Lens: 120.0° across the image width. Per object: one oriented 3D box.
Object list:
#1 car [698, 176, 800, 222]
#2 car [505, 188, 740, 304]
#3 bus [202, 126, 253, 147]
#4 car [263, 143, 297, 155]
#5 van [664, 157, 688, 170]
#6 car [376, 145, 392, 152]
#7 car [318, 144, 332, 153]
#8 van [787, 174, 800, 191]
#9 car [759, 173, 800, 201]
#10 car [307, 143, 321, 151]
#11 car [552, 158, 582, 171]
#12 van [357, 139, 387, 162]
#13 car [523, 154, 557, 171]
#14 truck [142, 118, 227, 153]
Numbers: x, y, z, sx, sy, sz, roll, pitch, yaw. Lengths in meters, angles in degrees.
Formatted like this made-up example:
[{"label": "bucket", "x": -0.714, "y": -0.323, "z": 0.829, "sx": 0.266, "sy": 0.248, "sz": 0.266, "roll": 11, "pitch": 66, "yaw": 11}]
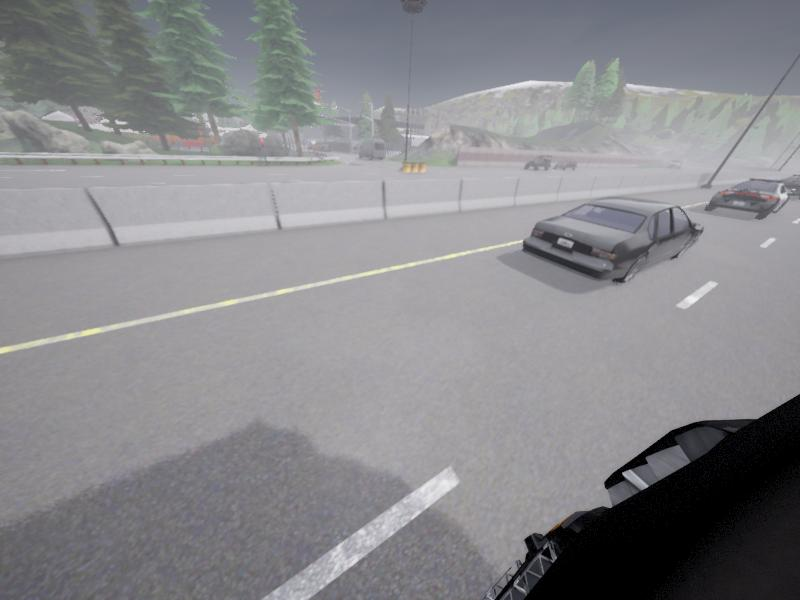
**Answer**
[{"label": "car", "x": 17.889, "y": -5.248, "z": 11.675, "sx": 4.974, "sy": 1.542, "sz": 2.038, "roll": -16, "pitch": 38, "yaw": -25}, {"label": "car", "x": 5.356, "y": -1.669, "z": 5.544, "sx": 5.357, "sy": 1.411, "sz": 2.033, "roll": -16, "pitch": 38, "yaw": -25}, {"label": "bus", "x": -46.972, "y": -44.766, "z": 63.500, "sx": 10.273, "sy": 4.253, "sz": 3.944, "roll": -16, "pitch": 38, "yaw": -25}, {"label": "car", "x": -21.408, "y": -26.995, "z": 41.267, "sx": 5.008, "sy": 1.535, "sz": 1.882, "roll": -17, "pitch": 39, "yaw": -27}, {"label": "van", "x": 69.264, "y": -34.258, "z": 57.914, "sx": 6.366, "sy": 2.431, "sz": 2.351, "roll": -21, "pitch": 41, "yaw": -31}, {"label": "car", "x": -5.764, "y": -55.406, "z": 84.381, "sx": 5.566, "sy": 2.045, "sz": 2.150, "roll": -16, "pitch": 38, "yaw": -25}, {"label": "car", "x": -16.932, "y": -34.127, "z": 52.012, "sx": 2.163, "sy": 1.488, "sz": 4.792, "roll": -11, "pitch": 37, "yaw": -21}, {"label": "van", "x": 43.676, "y": -12.904, "z": 24.078, "sx": 5.915, "sy": 2.561, "sz": 1.988, "roll": -16, "pitch": 38, "yaw": -25}, {"label": "car", "x": 31.215, "y": -8.992, "z": 18.237, "sx": 4.974, "sy": 1.542, "sz": 2.038, "roll": -16, "pitch": 38, "yaw": -25}, {"label": "car", "x": -22.125, "y": -39.507, "z": 59.561, "sx": 2.242, "sy": 1.667, "sz": 4.611, "roll": -16, "pitch": 38, "yaw": -26}, {"label": "car", "x": 25.631, "y": -20.855, "z": 35.522, "sx": 3.705, "sy": 1.549, "sz": 1.789, "roll": -16, "pitch": 38, "yaw": -25}, {"label": "van", "x": -4.201, "y": -21.872, "z": 33.630, "sx": 1.988, "sy": 2.561, "sz": 5.915, "roll": -16, "pitch": 38, "yaw": -26}, {"label": "car", "x": 19.605, "y": -19.301, "z": 32.458, "sx": 3.866, "sy": 1.878, "sz": 1.905, "roll": -16, "pitch": 38, "yaw": -25}, {"label": "truck", "x": -32.137, "y": -24.843, "z": 35.226, "sx": 8.468, "sy": 3.827, "sz": 2.891, "roll": -16, "pitch": 38, "yaw": -25}]
